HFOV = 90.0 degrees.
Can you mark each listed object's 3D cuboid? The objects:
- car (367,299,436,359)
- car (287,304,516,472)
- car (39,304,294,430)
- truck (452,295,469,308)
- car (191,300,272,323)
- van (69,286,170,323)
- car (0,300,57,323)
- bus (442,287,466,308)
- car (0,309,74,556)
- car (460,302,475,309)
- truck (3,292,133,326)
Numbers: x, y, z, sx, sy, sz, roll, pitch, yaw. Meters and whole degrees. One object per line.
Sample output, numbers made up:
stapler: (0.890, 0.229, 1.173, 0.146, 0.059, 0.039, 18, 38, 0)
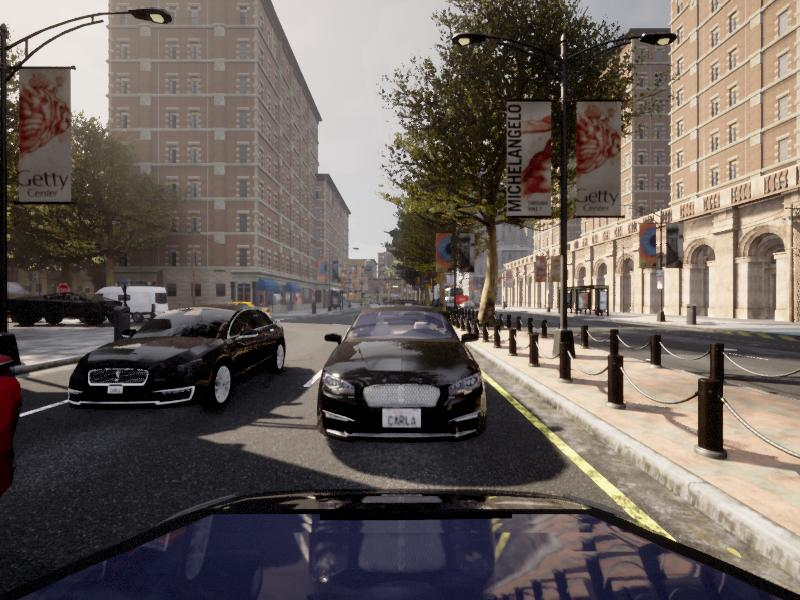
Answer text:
car: (0.043, 0.788, 12.806, 1.851, 1.617, 3.988, 0, 0, 0)
car: (0.023, 0.836, 6.166, 2.128, 1.511, 4.902, 0, 0, 0)
car: (-3.503, 0.845, 7.333, 1.837, 1.490, 4.892, 0, 0, 0)
truck: (11.763, 0.355, 78.047, 2.627, 2.467, 5.204, 0, 0, 0)
car: (-12.341, 0.801, 29.645, 5.366, 1.575, 1.801, 0, 0, -19)
van: (-20.213, 0.322, 29.025, 5.915, 2.561, 1.988, 0, 0, -2)
car: (-28.277, 0.801, 28.894, 5.366, 1.575, 1.801, 0, 0, -1)
bus: (11.676, -0.538, 88.180, 3.944, 4.253, 10.273, 0, 0, 0)
car: (-3.495, 0.828, 0.791, 2.007, 1.525, 4.514, 0, 0, 0)
car: (11.736, 0.942, 70.013, 1.895, 1.301, 4.718, 0, 0, 0)
truck: (-20.892, 0.542, 25.433, 6.274, 2.098, 2.390, 0, 0, -1)
